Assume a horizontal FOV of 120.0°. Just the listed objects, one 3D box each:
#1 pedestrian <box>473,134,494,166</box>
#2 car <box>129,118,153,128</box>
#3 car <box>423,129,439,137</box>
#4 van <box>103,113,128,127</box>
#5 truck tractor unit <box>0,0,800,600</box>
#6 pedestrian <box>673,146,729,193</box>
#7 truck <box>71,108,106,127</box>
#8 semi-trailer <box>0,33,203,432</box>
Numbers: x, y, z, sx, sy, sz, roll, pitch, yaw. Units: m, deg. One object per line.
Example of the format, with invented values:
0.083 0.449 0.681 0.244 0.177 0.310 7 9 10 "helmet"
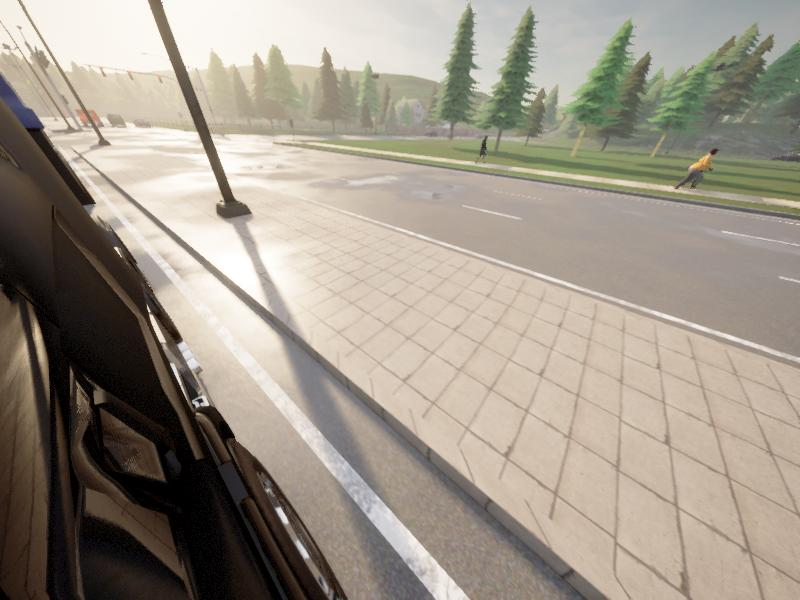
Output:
6.011 -10.881 16.731 0.751 1.860 0.751 27 43 29 "pedestrian"
-52.958 -36.245 47.294 5.357 1.411 2.033 27 43 29 "car"
9.694 -52.327 72.399 2.150 2.045 5.566 28 43 29 "car"
-55.690 -35.192 45.223 4.442 1.987 1.775 27 43 29 "van"
-2.645 -0.295 0.351 6.516 4.208 3.053 28 44 30 "truck tractor unit"
14.571 -6.347 11.255 0.751 1.860 0.751 28 44 30 "pedestrian"
-57.319 -33.537 42.504 5.204 2.467 2.627 27 43 29 "truck"
-8.774 -3.560 4.141 14.254 4.402 2.717 27 43 29 "semi-trailer"
